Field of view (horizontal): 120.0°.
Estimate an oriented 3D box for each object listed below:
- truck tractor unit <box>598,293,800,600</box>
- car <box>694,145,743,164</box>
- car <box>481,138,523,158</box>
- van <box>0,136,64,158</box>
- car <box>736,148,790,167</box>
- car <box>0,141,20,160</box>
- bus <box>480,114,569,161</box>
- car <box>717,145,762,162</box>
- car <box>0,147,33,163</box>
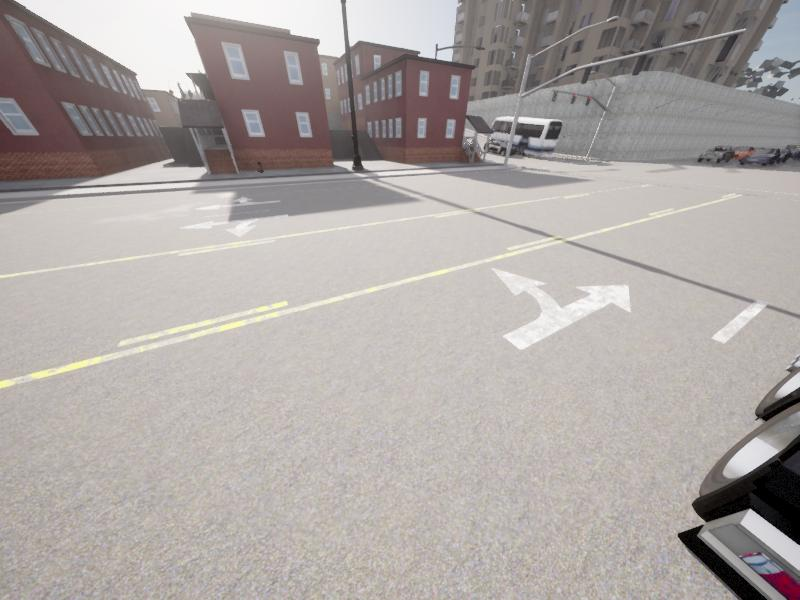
[{"bbox_3d":[5.157,-0.252,0.709,6.516,4.208,3.053,-16,38,-22],"label":"truck tractor unit"},{"bbox_3d":[39.723,-18.234,28.823,4.605,1.855,1.932,-16,38,-22],"label":"car"},{"bbox_3d":[14.063,-21.278,32.274,1.930,1.638,5.238,-16,43,-22],"label":"car"},{"bbox_3d":[-52.890,-22.069,33.165,2.351,2.431,6.366,-16,38,-22],"label":"van"},{"bbox_3d":[41.483,-16.391,26.413,4.856,1.649,2.033,-16,38,-22],"label":"car"},{"bbox_3d":[-49.272,-17.770,27.500,1.932,1.855,4.605,-16,38,-22],"label":"car"},{"bbox_3d":[16.988,-23.417,33.007,3.944,4.253,10.273,-17,44,-22],"label":"bus"},{"bbox_3d":[46.592,-20.178,31.739,4.553,1.767,2.097,-16,38,-22],"label":"car"},{"bbox_3d":[-43.908,-15.921,25.331,1.994,1.385,4.181,-16,38,-21],"label":"car"}]
